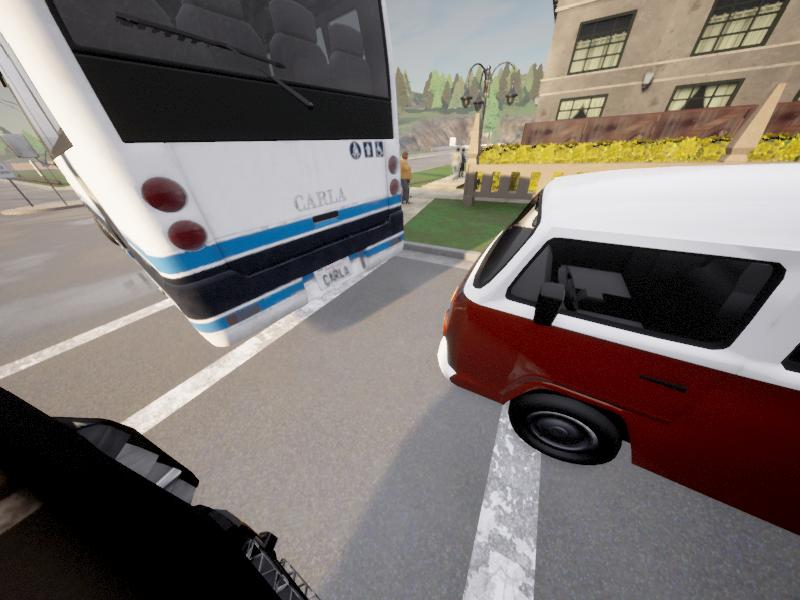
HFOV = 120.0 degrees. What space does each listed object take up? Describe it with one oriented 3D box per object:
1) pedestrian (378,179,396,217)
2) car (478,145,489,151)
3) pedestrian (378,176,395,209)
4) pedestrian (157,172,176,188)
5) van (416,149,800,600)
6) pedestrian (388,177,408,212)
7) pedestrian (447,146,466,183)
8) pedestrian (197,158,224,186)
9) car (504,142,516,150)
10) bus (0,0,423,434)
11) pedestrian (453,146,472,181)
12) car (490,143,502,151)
[{"bbox_3d":[-0.444,-3.506,7.937,0.500,1.100,0.500,-7,34,-6],"label":"pedestrian"},{"bbox_3d":[25.311,-46.234,70.249,1.816,1.474,4.193,18,39,28],"label":"car"},{"bbox_3d":[-0.514,-4.112,8.855,0.500,1.100,0.500,2,34,7],"label":"pedestrian"},{"bbox_3d":[-18.828,-9.689,18.648,0.500,1.100,0.500,5,34,11],"label":"pedestrian"},{"bbox_3d":[2.576,0.312,1.429,4.480,2.038,2.069,16,38,26],"label":"van"},{"bbox_3d":[-0.069,-3.876,8.465,0.500,1.100,0.500,14,37,23],"label":"pedestrian"},{"bbox_3d":[3.432,-8.229,14.063,0.751,1.860,0.751,16,38,26],"label":"pedestrian"},{"bbox_3d":[-15.077,-10.178,18.409,0.751,1.860,0.751,16,38,26],"label":"pedestrian"},{"bbox_3d":[32.768,-45.928,68.870,1.905,1.878,3.866,19,39,29],"label":"car"},{"bbox_3d":[-4.950,-2.980,4.961,10.273,4.253,3.944,21,40,31],"label":"bus"},{"bbox_3d":[3.944,-8.636,14.636,0.751,1.860,0.751,18,39,28],"label":"pedestrian"},{"bbox_3d":[28.517,-45.702,68.850,1.932,1.855,4.605,18,39,28],"label":"car"}]
